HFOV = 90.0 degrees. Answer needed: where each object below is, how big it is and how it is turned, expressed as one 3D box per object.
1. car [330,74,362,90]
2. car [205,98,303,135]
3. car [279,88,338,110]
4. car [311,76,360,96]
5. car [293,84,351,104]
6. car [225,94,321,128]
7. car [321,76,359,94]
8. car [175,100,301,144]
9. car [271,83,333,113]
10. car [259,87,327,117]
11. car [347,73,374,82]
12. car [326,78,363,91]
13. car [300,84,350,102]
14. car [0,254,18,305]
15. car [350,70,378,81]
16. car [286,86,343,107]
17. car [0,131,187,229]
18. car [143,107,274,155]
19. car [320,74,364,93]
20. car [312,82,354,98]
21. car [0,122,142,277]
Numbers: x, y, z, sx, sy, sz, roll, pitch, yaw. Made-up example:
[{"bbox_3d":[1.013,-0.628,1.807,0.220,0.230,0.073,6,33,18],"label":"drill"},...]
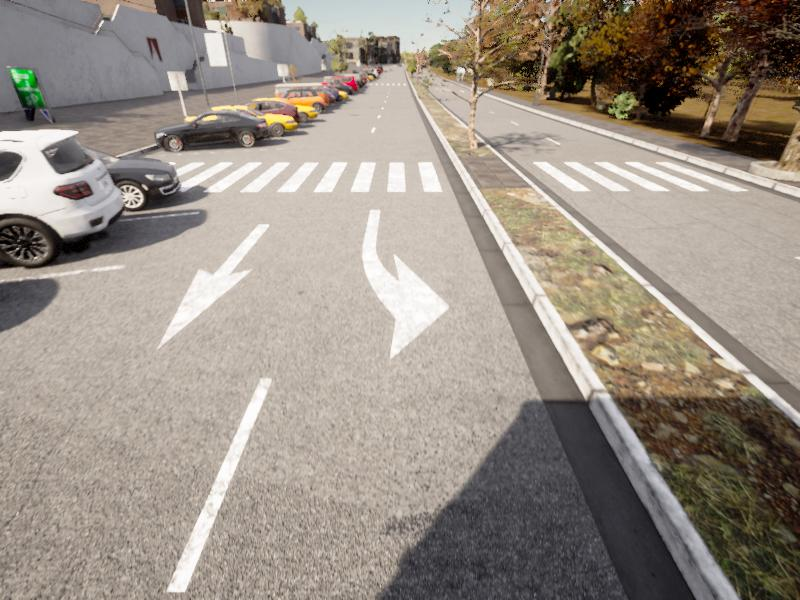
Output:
[{"bbox_3d":[-8.196,-33.214,60.915,4.442,1.987,1.878,-11,33,-17],"label":"car"},{"bbox_3d":[-8.101,-10.358,22.463,4.792,1.488,2.163,-11,32,-17],"label":"car"},{"bbox_3d":[-8.073,-17.821,35.396,4.674,1.452,2.002,-11,32,-17],"label":"car"},{"bbox_3d":[-8.112,-27.147,50.673,5.566,2.045,2.435,-11,32,-17],"label":"car"},{"bbox_3d":[-7.907,-20.908,40.589,5.366,1.575,1.946,-11,32,-17],"label":"car"},{"bbox_3d":[-7.902,-11.916,25.099,5.366,1.575,1.946,-11,31,-17],"label":"car"},{"bbox_3d":[-7.978,-28.683,53.300,4.442,1.987,1.878,-11,32,-17],"label":"car"},{"bbox_3d":[-7.901,-8.940,19.928,5.366,1.575,1.946,-11,31,-17],"label":"car"},{"bbox_3d":[-7.972,-16.576,32.728,4.442,1.987,1.878,-11,31,-17],"label":"car"},{"bbox_3d":[-8.049,-14.973,30.158,4.553,1.767,2.185,-11,32,-17],"label":"car"},{"bbox_3d":[-8.263,-46.814,84.189,5.366,1.575,1.946,-11,33,-17],"label":"car"},{"bbox_3d":[-8.078,-31.516,58.505,4.892,1.521,2.231,-11,33,-17],"label":"car"},{"bbox_3d":[-8.053,-22.361,43.131,4.792,1.488,2.163,-11,32,-17],"label":"car"},{"bbox_3d":[-8.076,0.069,4.396,5.008,1.535,2.097,-11,31,-17],"label":"car"},{"bbox_3d":[-8.070,-50.157,89.289,5.566,2.045,2.435,-11,32,-17],"label":"car"},{"bbox_3d":[-8.105,-19.325,37.960,4.792,1.488,2.163,-11,32,-17],"label":"car"},{"bbox_3d":[-8.081,-2.930,9.554,4.892,1.521,2.231,-11,31,-17],"label":"car"},{"bbox_3d":[-8.069,-7.377,17.310,4.674,1.452,2.002,-11,32,-17],"label":"car"},{"bbox_3d":[-8.062,-30.215,55.825,5.566,2.045,2.435,-11,32,-17],"label":"car"},{"bbox_3d":[-8.078,-25.382,48.265,4.674,1.452,2.002,-11,32,-17],"label":"car"},{"bbox_3d":[-8.100,-1.641,6.832,5.566,2.045,2.435,-11,32,-17],"label":"car"}]
